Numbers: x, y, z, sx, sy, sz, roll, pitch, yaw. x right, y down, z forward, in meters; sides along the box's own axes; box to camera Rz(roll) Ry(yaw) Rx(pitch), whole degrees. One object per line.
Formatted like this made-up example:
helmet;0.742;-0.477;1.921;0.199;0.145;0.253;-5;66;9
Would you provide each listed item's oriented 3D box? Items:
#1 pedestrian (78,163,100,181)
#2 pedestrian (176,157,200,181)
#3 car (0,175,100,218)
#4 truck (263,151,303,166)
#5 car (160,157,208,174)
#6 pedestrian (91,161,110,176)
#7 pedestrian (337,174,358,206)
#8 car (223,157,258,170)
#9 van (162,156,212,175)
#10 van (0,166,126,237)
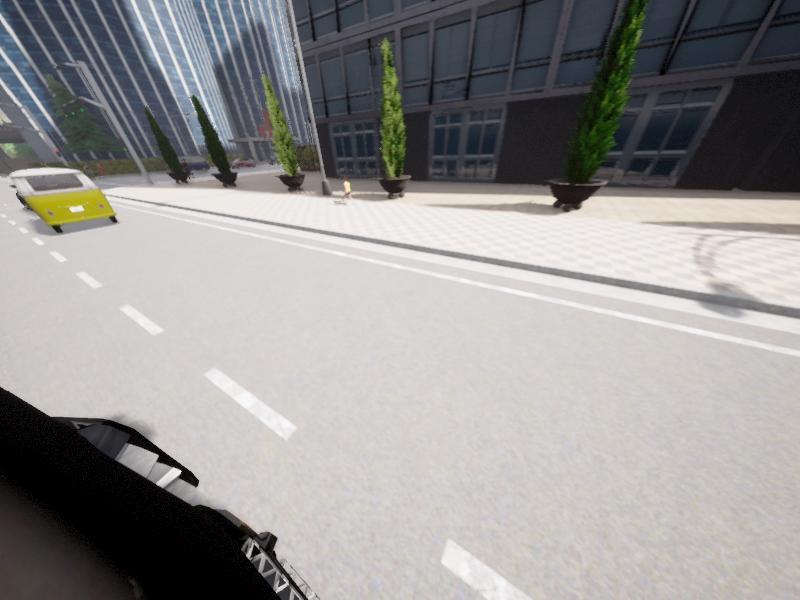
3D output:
pedestrian;-37.628;-15.517;27.985;0.751;1.860;0.751;19;39;29
pedestrian;-19.801;-12.242;21.598;0.751;1.860;0.751;14;37;23
car;-18.463;-5.569;12.139;4.514;1.525;2.007;16;38;26
truck;-22.091;-26.931;43.843;2.390;2.098;6.274;16;38;25
car;-32.393;-20.313;34.835;1.932;1.855;4.605;16;38;25
pedestrian;-42.379;-18.630;32.693;0.751;1.860;0.751;16;38;26
pedestrian;-2.161;-4.544;9.564;0.500;1.100;0.500;16;38;25
car;-26.163;-22.512;38.067;1.816;1.474;4.193;16;38;25
van;-29.850;-18.988;32.582;1.775;1.987;4.442;16;38;25
van;-13.269;-4.046;9.093;4.442;1.987;1.775;19;39;29
